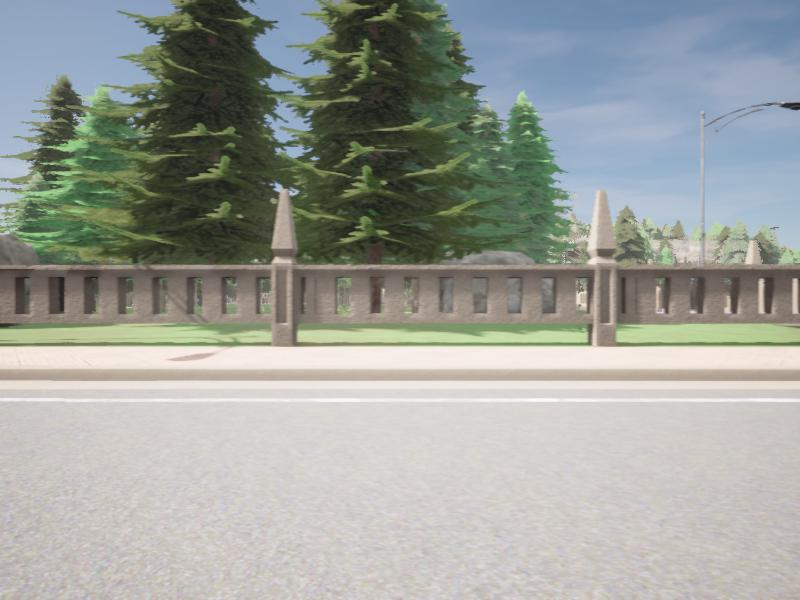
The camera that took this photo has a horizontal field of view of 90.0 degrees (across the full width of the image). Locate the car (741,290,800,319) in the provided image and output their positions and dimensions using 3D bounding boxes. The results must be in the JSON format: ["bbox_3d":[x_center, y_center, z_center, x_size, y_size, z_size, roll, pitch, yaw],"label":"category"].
[{"bbox_3d":[20.788,0.217,21.247,1.812,1.442,4.674,0,0,7],"label":"car"}]

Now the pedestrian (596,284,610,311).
[{"bbox_3d":[14.331,-0.169,28.244,0.751,1.860,0.751,0,0,15],"label":"pedestrian"}]
